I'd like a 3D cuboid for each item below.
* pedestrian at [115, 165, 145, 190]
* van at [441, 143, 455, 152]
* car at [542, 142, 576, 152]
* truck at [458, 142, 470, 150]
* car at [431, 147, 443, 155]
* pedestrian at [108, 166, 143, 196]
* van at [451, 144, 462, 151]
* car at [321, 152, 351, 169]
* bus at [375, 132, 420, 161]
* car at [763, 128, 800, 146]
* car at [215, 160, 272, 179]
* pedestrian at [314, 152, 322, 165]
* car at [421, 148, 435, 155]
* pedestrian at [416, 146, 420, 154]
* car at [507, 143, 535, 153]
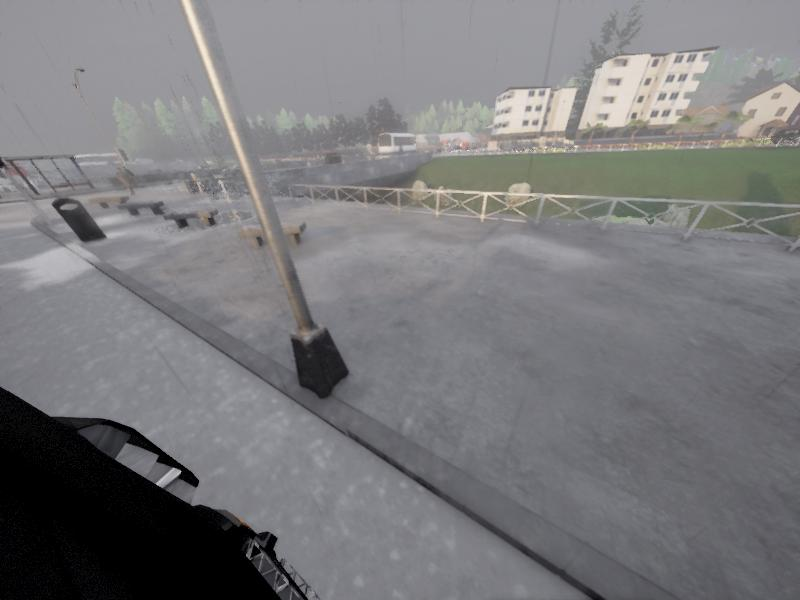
[{"bbox_3d":[-23.594,-10.716,20.207,0.751,1.860,0.751,14,37,24],"label":"pedestrian"},{"bbox_3d":[15.543,-49.280,74.612,2.351,2.431,6.366,16,38,26],"label":"van"},{"bbox_3d":[32.018,-30.849,46.546,5.357,1.411,2.033,16,38,26],"label":"car"},{"bbox_3d":[23.743,-57.369,86.093,2.627,2.467,5.204,16,38,26],"label":"truck"},{"bbox_3d":[9.545,-38.599,59.823,1.789,1.549,3.705,16,38,26],"label":"car"},{"bbox_3d":[-20.004,-8.686,16.872,0.751,1.860,0.751,13,37,23],"label":"pedestrian"},{"bbox_3d":[19.699,-53.195,80.533,2.069,2.038,4.480,16,38,26],"label":"van"},{"bbox_3d":[-9.174,-20.295,33.479,1.905,1.878,3.866,16,37,26],"label":"car"},{"bbox_3d":[-0.200,-30.316,45.707,3.944,4.253,10.273,16,38,26],"label":"bus"},{"bbox_3d":[53.728,-22.230,31.424,3.866,1.878,1.905,16,38,26],"label":"car"},{"bbox_3d":[-18.292,-15.453,27.269,2.128,1.511,4.902,17,38,27],"label":"car"},{"bbox_3d":[-14.491,-25.090,40.909,0.751,1.860,0.751,15,38,25],"label":"pedestrian"},{"bbox_3d":[7.797,-41.157,64.034,1.895,1.301,4.718,16,38,26],"label":"car"},{"bbox_3d":[5.018,-41.549,64.112,0.751,1.860,0.751,8,35,16],"label":"pedestrian"},{"bbox_3d":[25.913,-32.573,49.529,4.892,1.490,1.837,17,38,27],"label":"car"}]
